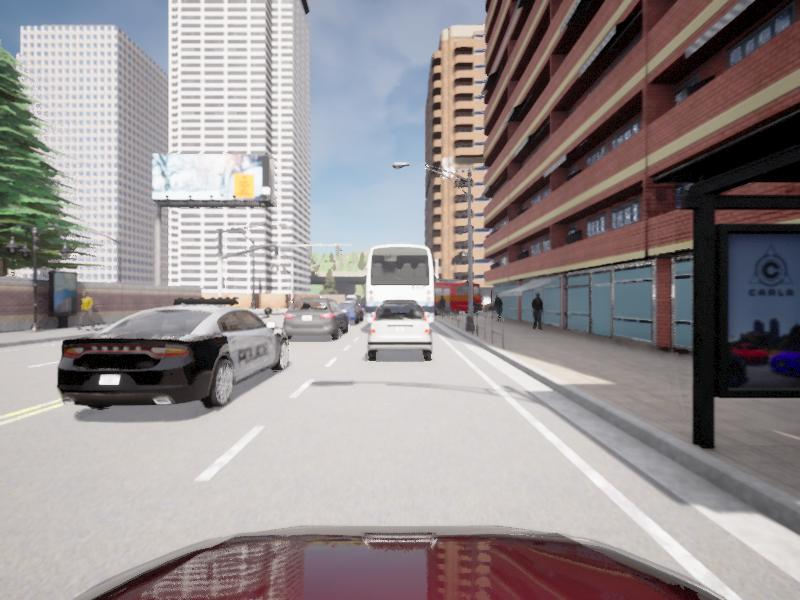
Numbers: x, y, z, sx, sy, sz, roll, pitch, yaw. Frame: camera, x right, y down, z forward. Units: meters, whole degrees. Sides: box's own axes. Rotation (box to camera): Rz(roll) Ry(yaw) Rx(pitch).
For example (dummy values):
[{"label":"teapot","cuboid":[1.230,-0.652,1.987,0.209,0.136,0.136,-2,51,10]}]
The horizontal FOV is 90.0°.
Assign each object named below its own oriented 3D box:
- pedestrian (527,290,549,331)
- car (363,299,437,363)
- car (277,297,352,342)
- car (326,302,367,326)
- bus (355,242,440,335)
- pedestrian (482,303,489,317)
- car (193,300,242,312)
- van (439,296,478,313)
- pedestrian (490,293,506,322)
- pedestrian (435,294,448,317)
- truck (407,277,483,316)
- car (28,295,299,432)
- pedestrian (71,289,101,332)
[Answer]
[{"label":"pedestrian","cuboid":[6.363,0.470,18.442,0.751,1.860,0.751,0,0,1]},{"label":"car","cuboid":[0.002,0.778,12.035,1.851,1.617,3.988,0,0,0]},{"label":"car","cuboid":[-3.502,0.741,17.357,2.242,1.667,4.611,0,0,0]},{"label":"car","cuboid":[-3.499,0.873,27.014,2.033,1.411,5.357,0,0,0]},{"label":"bus","cuboid":[-0.120,-0.551,23.573,3.944,4.253,10.273,0,0,0]},{"label":"pedestrian","cuboid":[7.118,0.838,33.178,0.500,1.100,0.500,0,0,2]},{"label":"car","cuboid":[-23.170,0.760,50.854,5.366,1.575,1.801,0,0,1]},{"label":"van","cuboid":[6.885,0.560,47.314,4.442,1.987,1.775,0,0,0]},{"label":"pedestrian","cuboid":[6.273,0.464,25.563,0.751,1.860,0.751,0,0,-7]},{"label":"pedestrian","cuboid":[3.493,0.458,33.648,0.751,1.860,0.751,0,0,-25]},{"label":"truck","cuboid":[4.955,-0.356,42.753,8.468,3.827,2.891,0,0,-38]},{"label":"car","cuboid":[-3.507,0.765,7.425,1.930,1.638,5.238,0,0,0]},{"label":"pedestrian","cuboid":[-14.038,0.470,17.894,0.751,1.860,0.751,0,0,4]}]
